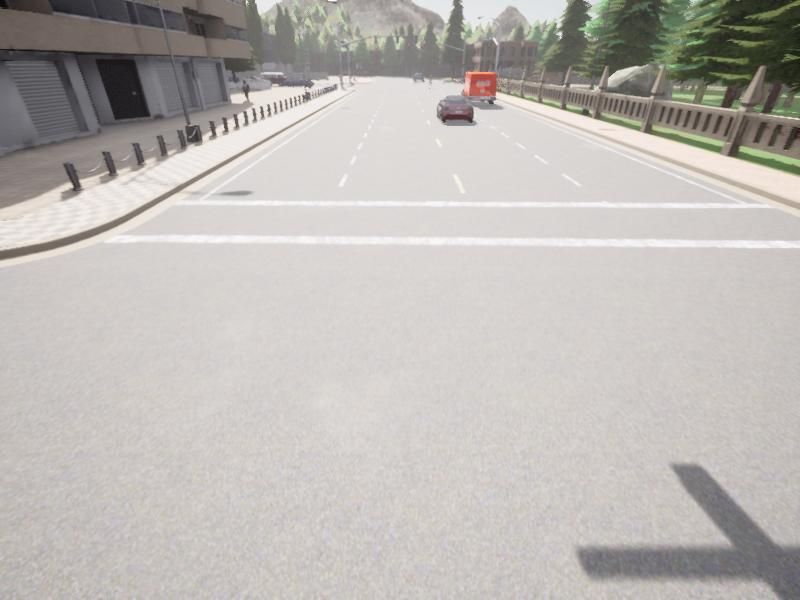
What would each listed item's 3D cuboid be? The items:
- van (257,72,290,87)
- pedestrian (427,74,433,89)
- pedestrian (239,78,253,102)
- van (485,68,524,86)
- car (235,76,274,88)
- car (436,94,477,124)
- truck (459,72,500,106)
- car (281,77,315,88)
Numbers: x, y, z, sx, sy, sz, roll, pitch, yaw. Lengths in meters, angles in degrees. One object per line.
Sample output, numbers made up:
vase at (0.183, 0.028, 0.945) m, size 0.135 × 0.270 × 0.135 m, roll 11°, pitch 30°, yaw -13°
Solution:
van at (-20.557, -35.944, 65.229) m, size 4.480 × 2.038 × 2.069 m, roll 0°, pitch 30°, yaw 0°
pedestrian at (4.411, -31.829, 58.294) m, size 0.751 × 1.860 × 0.751 m, roll 1°, pitch 30°, yaw 1°
pedestrian at (-13.763, -18.783, 35.832) m, size 0.751 × 1.860 × 0.751 m, roll -4°, pitch 31°, yaw -7°
van at (17.758, -37.983, 68.113) m, size 5.915 × 2.561 × 1.988 m, roll 0°, pitch 30°, yaw 0°
car at (-22.621, -33.991, 62.324) m, size 5.027 × 1.651 × 2.152 m, roll 0°, pitch 30°, yaw 0°
car at (3.519, -12.318, 25.628) m, size 1.994 × 1.385 × 4.181 m, roll 0°, pitch 30°, yaw 0°
truck at (7.024, -19.094, 36.062) m, size 2.627 × 2.467 × 5.204 m, roll 0°, pitch 30°, yaw 0°
car at (-15.822, -33.895, 62.319) m, size 4.674 × 1.442 × 1.812 m, roll 1°, pitch 30°, yaw 1°
